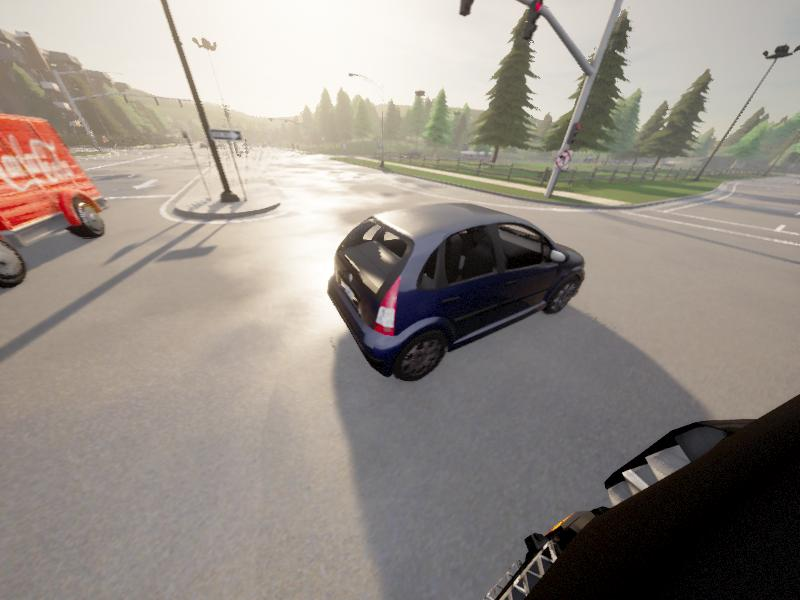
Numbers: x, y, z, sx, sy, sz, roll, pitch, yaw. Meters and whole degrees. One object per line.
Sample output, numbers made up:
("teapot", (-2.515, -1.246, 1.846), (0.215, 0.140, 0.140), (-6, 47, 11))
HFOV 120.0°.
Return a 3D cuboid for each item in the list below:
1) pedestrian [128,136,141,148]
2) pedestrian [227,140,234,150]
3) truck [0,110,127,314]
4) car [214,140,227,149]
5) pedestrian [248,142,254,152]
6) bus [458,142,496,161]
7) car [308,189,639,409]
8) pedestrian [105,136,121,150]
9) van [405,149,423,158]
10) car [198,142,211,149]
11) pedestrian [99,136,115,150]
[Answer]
("pedestrian", (-51.015, -30.436, 44.437), (0.751, 1.860, 0.751), (-12, 36, -21))
("pedestrian", (-39.946, -36.560, 54.534), (0.751, 1.860, 0.751), (-8, 35, -16))
("truck", (-8.017, -1.772, 3.845), (2.627, 2.467, 5.204), (-16, 38, -25))
("car", (-47.373, -40.995, 61.035), (1.905, 1.878, 3.866), (-16, 38, -26))
("pedestrian", (-35.762, -36.675, 55.440), (0.751, 1.860, 0.751), (-21, 40, -31))
("bus", (22.959, -44.434, 69.200), (10.273, 4.253, 3.944), (-16, 38, -26))
("car", (1.057, -0.526, 3.403), (3.988, 1.617, 1.851), (-16, 38, -26))
("pedestrian", (-47.163, -25.842, 38.023), (0.751, 1.860, 0.751), (-11, 36, -20))
("van", (3.788, -40.374, 63.710), (4.442, 1.987, 1.775), (-16, 38, -26))
("car", (-50.695, -40.174, 60.060), (1.895, 1.301, 4.718), (-16, 38, -26))
("pedestrian", (-47.693, -25.592, 37.607), (0.751, 1.860, 0.751), (-14, 37, -24))
